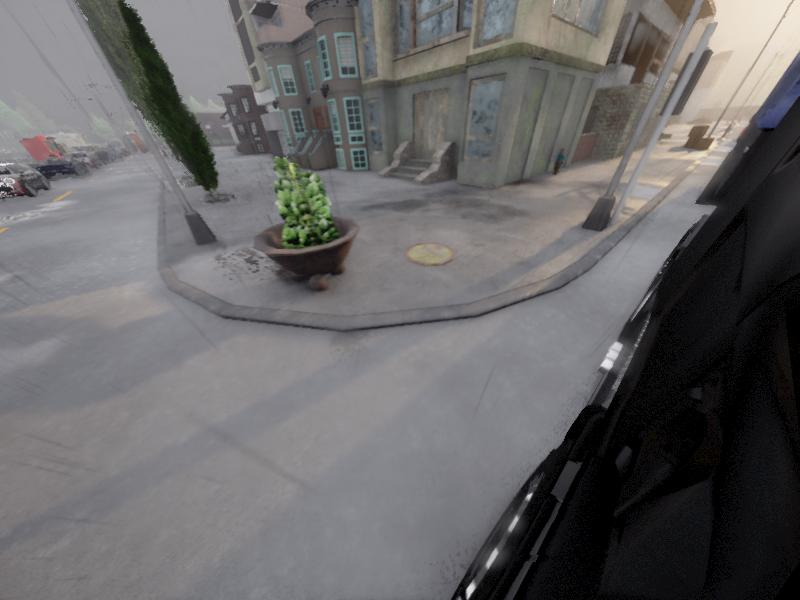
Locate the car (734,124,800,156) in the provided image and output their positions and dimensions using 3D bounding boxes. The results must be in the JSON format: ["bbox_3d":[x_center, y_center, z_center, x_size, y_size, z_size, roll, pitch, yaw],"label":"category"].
[{"bbox_3d":[23.547,-10.300,14.774,4.181,1.385,1.994,-29,44,-30],"label":"car"}]

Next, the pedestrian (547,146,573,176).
[{"bbox_3d":[7.231,-6.274,10.455,0.500,1.100,0.500,-25,42,-27],"label":"pedestrian"}]

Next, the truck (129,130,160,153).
[{"bbox_3d":[-55.982,-34.941,50.837,2.891,3.827,8.468,-28,44,-30],"label":"truck"}]

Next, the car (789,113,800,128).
[{"bbox_3d":[58.039,-25.718,32.941,5.238,1.638,1.930,-28,44,-30],"label":"car"}]

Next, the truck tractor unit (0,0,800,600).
[{"bbox_3d":[2.645,-0.295,0.351,6.516,4.208,3.053,-28,44,-30],"label":"truck tractor unit"}]

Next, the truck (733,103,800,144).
[{"bbox_3d":[30.541,-14.484,19.004,5.204,2.467,2.627,-28,43,-30],"label":"truck"}]

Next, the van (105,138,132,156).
[{"bbox_3d":[-55.052,-30.090,45.331,1.988,2.561,5.915,-28,44,-30],"label":"van"}]

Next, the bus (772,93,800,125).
[{"bbox_3d":[72.191,-34.444,41.525,10.273,4.253,3.944,-28,44,-29],"label":"bus"}]

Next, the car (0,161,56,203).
[{"bbox_3d":[-20.663,-6.192,12.051,1.970,1.475,3.806,-28,44,-30],"label":"car"}]

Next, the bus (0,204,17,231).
[{"bbox_3d":[-11.919,-1.453,2.818,3.944,4.253,10.273,-29,44,-30],"label":"bus"}]

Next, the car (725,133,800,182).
[{"bbox_3d":[15.980,-6.214,9.857,4.718,1.301,1.895,-28,44,-30],"label":"car"}]

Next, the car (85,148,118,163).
[{"bbox_3d":[-40.557,-19.779,31.521,1.816,1.474,4.193,-28,44,-30],"label":"car"}]

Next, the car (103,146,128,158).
[{"bbox_3d":[-49.619,-25.948,40.387,1.812,1.442,4.674,-28,44,-30],"label":"car"}]

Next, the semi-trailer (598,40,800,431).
[{"bbox_3d":[8.689,-3.611,4.237,14.254,4.402,2.717,-28,44,-30],"label":"semi-trailer"}]

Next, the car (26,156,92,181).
[{"bbox_3d":[-27.584,-10.859,18.895,1.895,1.301,4.718,-28,44,-30],"label":"car"}]

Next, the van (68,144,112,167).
[{"bbox_3d":[-36.344,-17.101,27.238,1.775,1.987,4.442,-28,44,-30],"label":"van"}]

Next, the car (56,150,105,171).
[{"bbox_3d":[-32.590,-14.342,23.729,1.970,1.475,3.806,-28,44,-30],"label":"car"}]

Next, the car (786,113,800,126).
[{"bbox_3d":[63.700,-28.703,36.654,5.008,1.535,1.882,-28,44,-30],"label":"car"}]

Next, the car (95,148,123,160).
[{"bbox_3d":[-44.526,-22.416,35.456,1.895,1.301,4.718,-28,44,-30],"label":"car"}]
